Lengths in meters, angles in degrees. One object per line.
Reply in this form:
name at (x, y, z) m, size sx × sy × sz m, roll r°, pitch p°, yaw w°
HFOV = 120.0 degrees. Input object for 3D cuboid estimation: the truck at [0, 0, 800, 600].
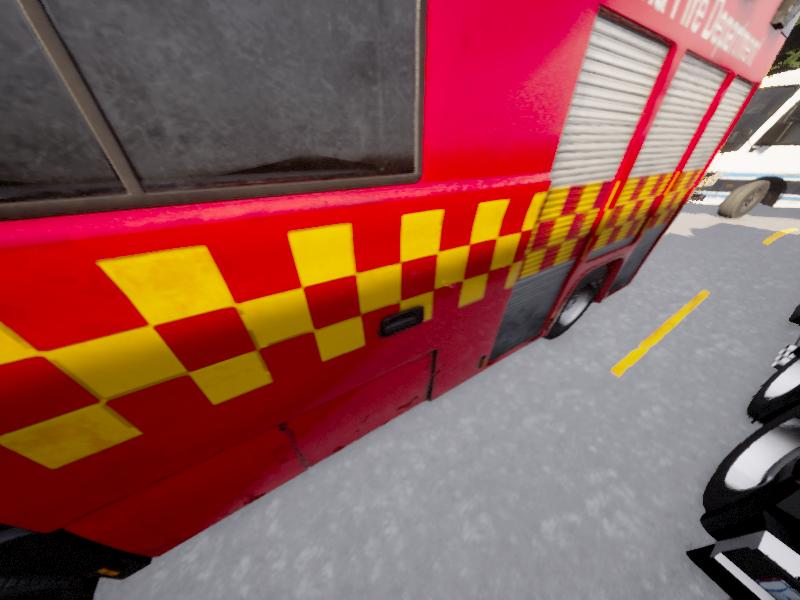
truck at (-0.503, -1.012, 2.107) m, size 8.468 × 3.827 × 2.891 m, roll -18°, pitch 39°, yaw -25°

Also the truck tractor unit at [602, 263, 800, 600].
truck tractor unit at (5.108, -0.303, 0.784) m, size 6.516 × 4.208 × 3.053 m, roll -18°, pitch 39°, yaw -24°

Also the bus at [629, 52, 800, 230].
bus at (15.535, -4.788, 7.296) m, size 10.273 × 4.253 × 3.944 m, roll 9°, pitch 37°, yaw 14°
